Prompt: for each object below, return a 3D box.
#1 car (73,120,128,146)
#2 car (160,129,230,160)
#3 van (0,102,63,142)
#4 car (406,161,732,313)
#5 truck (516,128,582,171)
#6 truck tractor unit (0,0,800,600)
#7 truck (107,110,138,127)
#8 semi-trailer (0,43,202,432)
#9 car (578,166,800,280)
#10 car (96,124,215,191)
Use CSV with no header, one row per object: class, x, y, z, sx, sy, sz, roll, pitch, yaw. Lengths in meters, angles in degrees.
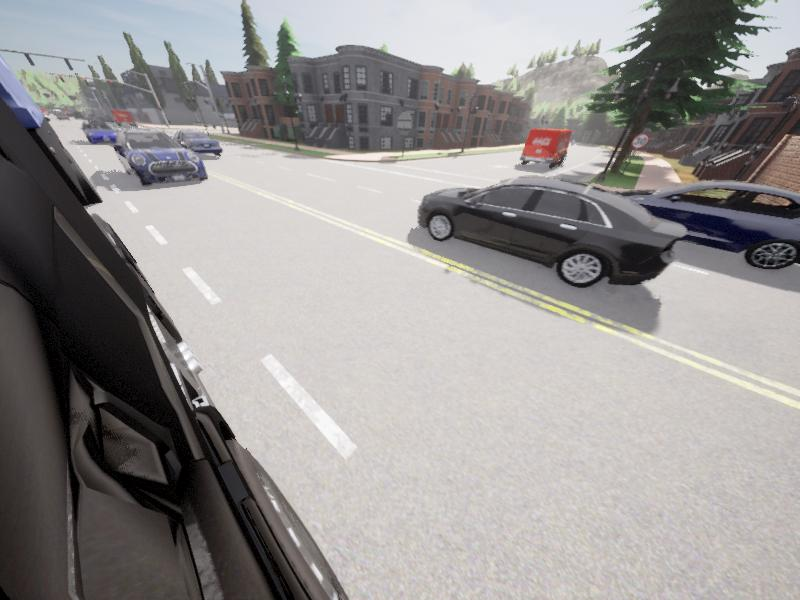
car,-24.959,-13.911,19.229,4.514,1.525,2.007,28,44,30
car,-14.241,-10.848,15.980,5.357,1.411,2.033,28,44,30
van,-31.774,-15.195,19.731,6.366,2.431,2.351,28,44,30
car,2.661,-1.805,4.996,4.892,1.490,1.837,28,44,30
truck,12.085,-12.317,18.746,2.627,2.467,5.204,30,45,31
truck tractor unit,-2.645,-0.295,0.351,6.516,4.208,3.053,28,44,30
truck,-54.587,-35.713,45.468,5.204,2.467,2.627,28,44,30
semi-trailer,-8.698,-3.617,4.211,14.254,4.402,2.717,28,44,30
car,7.535,-2.243,5.919,1.816,1.474,4.193,-29,47,-35
car,-10.019,-5.994,9.470,4.553,1.767,2.097,28,44,30
